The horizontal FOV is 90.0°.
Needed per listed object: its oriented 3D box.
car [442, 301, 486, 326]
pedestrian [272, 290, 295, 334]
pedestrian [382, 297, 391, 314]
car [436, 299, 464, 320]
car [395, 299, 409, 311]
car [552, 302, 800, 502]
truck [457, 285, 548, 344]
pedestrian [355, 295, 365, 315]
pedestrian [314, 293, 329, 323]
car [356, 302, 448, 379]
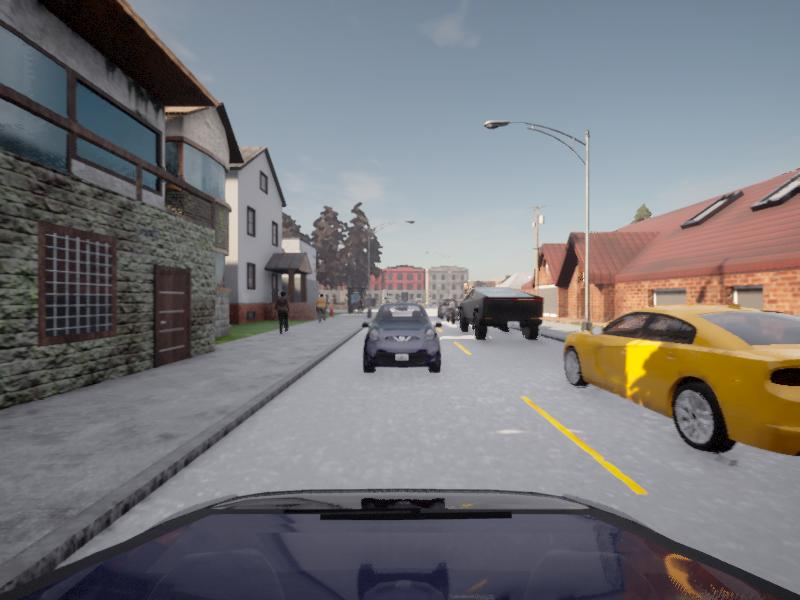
[{"bbox_3d":[4.112,0.796,26.543,2.128,1.511,4.902,0,0,0],"label":"car"},{"bbox_3d":[-4.973,0.507,17.094,0.751,1.860,0.751,0,0,-1],"label":"pedestrian"},{"bbox_3d":[-1.480,0.572,44.801,0.751,1.860,0.751,0,0,21],"label":"pedestrian"},{"bbox_3d":[4.091,0.739,33.305,1.851,1.617,3.988,0,0,1],"label":"car"},{"bbox_3d":[0.247,0.707,56.048,1.851,1.617,3.988,0,0,0],"label":"car"},{"bbox_3d":[4.028,0.813,5.630,1.882,1.535,5.008,0,0,0],"label":"car"},{"bbox_3d":[4.078,0.517,17.379,2.390,2.098,6.274,0,0,0],"label":"truck"},{"bbox_3d":[-3.833,0.468,38.505,0.751,1.860,0.751,0,0,17],"label":"pedestrian"},{"bbox_3d":[-4.859,0.496,24.808,0.751,1.860,0.751,0,0,7],"label":"pedestrian"},{"bbox_3d":[0.046,0.812,9.761,1.845,1.501,3.633,0,0,0],"label":"car"}]
